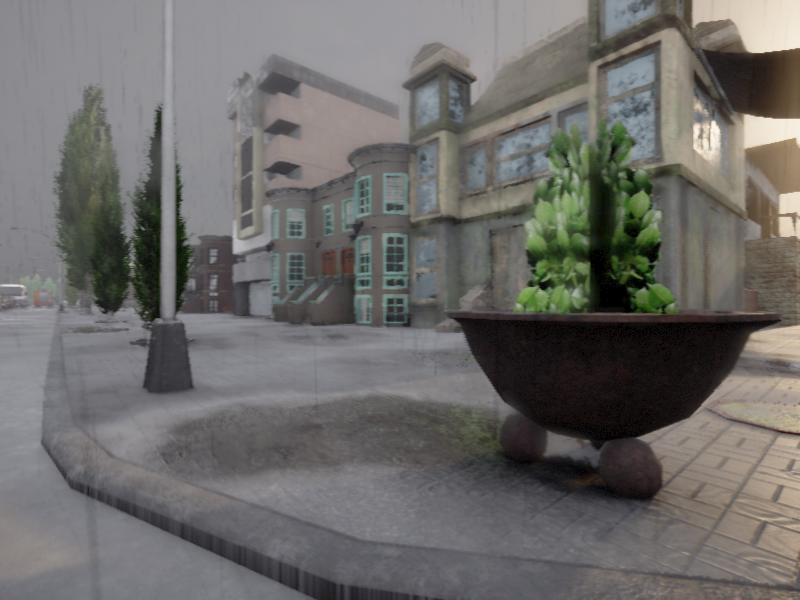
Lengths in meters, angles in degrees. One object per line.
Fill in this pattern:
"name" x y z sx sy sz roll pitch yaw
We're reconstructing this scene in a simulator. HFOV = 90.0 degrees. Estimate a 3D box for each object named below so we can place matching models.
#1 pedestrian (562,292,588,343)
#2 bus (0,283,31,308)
"pedestrian" 3.895 0.387 8.948 0.500 1.100 0.500 0 0 20
"bus" -70.183 -0.704 72.784 3.944 4.253 10.273 0 0 -41
